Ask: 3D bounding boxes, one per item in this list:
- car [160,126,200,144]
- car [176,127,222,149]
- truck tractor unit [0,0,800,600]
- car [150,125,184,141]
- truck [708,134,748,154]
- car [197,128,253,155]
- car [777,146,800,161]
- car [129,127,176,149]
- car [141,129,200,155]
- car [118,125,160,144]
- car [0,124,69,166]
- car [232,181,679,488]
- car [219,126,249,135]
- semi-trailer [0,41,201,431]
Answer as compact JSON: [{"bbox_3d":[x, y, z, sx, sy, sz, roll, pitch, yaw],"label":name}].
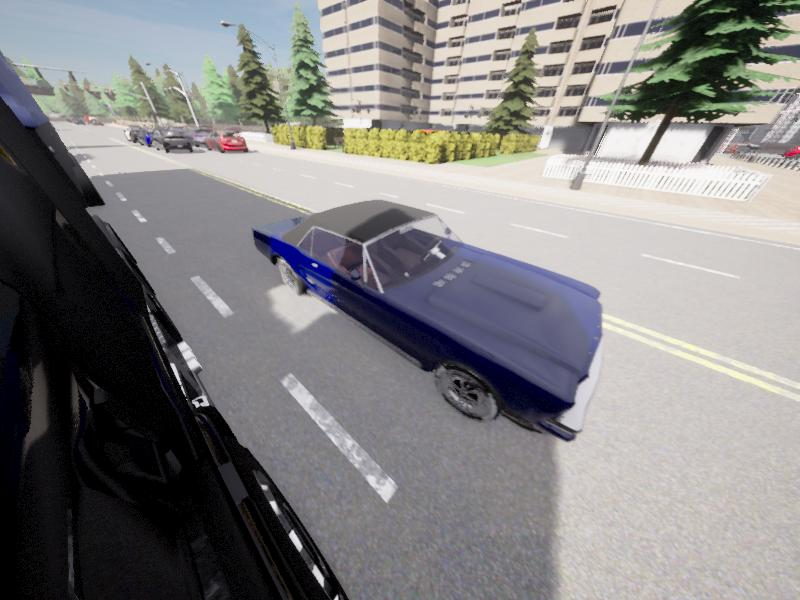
[{"bbox_3d":[-26.317,-19.720,27.610,4.974,1.542,2.038,28,43,30],"label":"car"},{"bbox_3d":[-20.983,-16.969,24.092,4.856,1.649,2.033,28,43,30],"label":"car"},{"bbox_3d":[-2.645,-0.295,0.351,6.516,4.208,3.053,28,44,30],"label":"truck tractor unit"},{"bbox_3d":[-31.057,-22.247,30.779,4.514,1.525,2.007,29,44,31],"label":"car"},{"bbox_3d":[80.778,-38.643,57.185,2.891,3.827,8.468,27,43,30],"label":"truck"},{"bbox_3d":[-15.588,-14.166,20.553,4.611,1.667,2.242,27,43,30],"label":"car"},{"bbox_3d":[70.468,-25.052,39.618,5.566,2.045,2.150,27,43,29],"label":"car"},{"bbox_3d":[-24.025,-15.809,22.440,4.514,1.525,2.007,28,43,30],"label":"car"},{"bbox_3d":[-19.141,-13.248,19.249,4.902,1.511,2.128,28,43,30],"label":"car"},{"bbox_3d":[-29.377,-18.612,25.941,4.974,1.542,2.038,28,43,30],"label":"car"},{"bbox_3d":[-21.226,-8.973,13.232,5.238,1.638,1.930,27,43,30],"label":"car"},{"bbox_3d":[-0.041,-0.457,3.142,4.718,1.301,1.895,28,43,30],"label":"car"},{"bbox_3d":[-36.035,-36.767,50.254,1.812,1.442,4.674,28,43,30],"label":"car"},{"bbox_3d":[-8.693,-3.582,4.271,14.254,4.402,2.717,28,43,30],"label":"semi-trailer"}]
